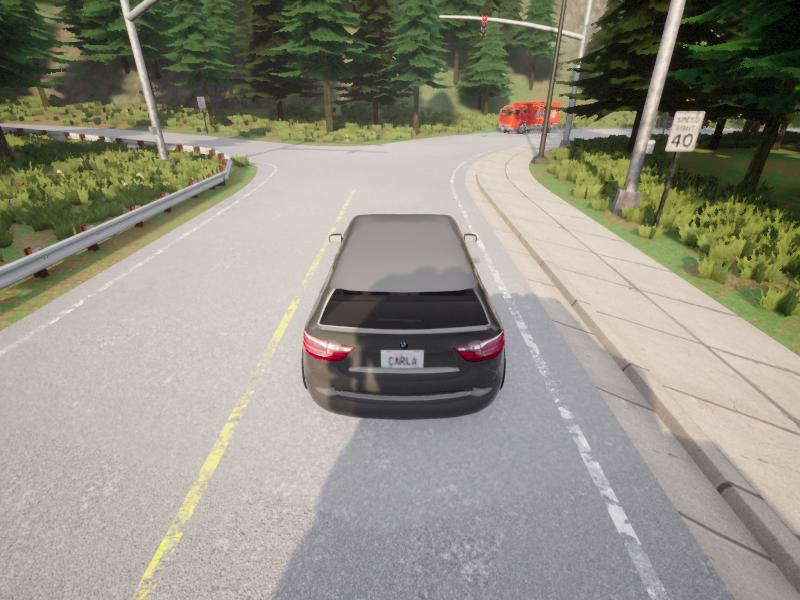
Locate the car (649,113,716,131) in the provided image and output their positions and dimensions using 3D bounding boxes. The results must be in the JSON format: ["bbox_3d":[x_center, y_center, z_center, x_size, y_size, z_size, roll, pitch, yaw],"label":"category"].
[{"bbox_3d":[26.333,-16.648,37.404,4.674,1.442,1.812,-1,27,-2],"label":"car"}]

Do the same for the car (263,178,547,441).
[{"bbox_3d":[0.043,-0.416,5.589,2.242,1.667,4.611,0,27,0],"label":"car"}]

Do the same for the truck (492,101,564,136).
[{"bbox_3d":[10.828,-15.445,33.943,5.204,2.467,2.627,-14,30,-24],"label":"truck"}]
